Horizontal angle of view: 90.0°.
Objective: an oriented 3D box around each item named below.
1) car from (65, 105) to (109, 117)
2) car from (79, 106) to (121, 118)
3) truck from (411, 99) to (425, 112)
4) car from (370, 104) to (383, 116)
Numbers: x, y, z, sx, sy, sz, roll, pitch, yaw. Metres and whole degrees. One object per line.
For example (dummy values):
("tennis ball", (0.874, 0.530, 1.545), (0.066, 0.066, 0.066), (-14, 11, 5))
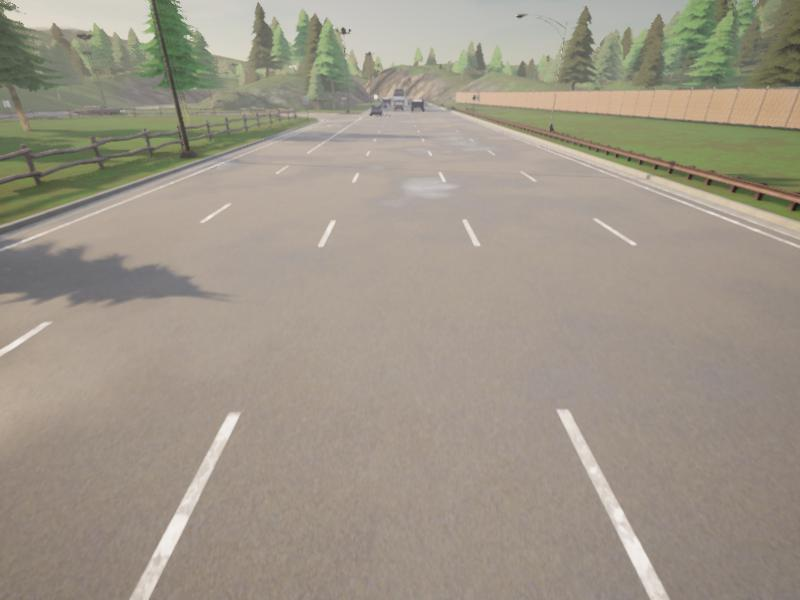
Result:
("car", (-51.024, -30.965, 65.421), (5.366, 1.575, 1.801), (-17, 32, -30))
("car", (-47.781, -30.086, 63.905), (5.027, 1.651, 2.152), (-16, 31, -27))
("truck", (3.323, -37.363, 76.634), (2.390, 2.098, 6.274), (0, 27, 0))
("car", (-3.640, -29.529, 62.134), (1.851, 1.617, 3.988), (0, 27, 0))
